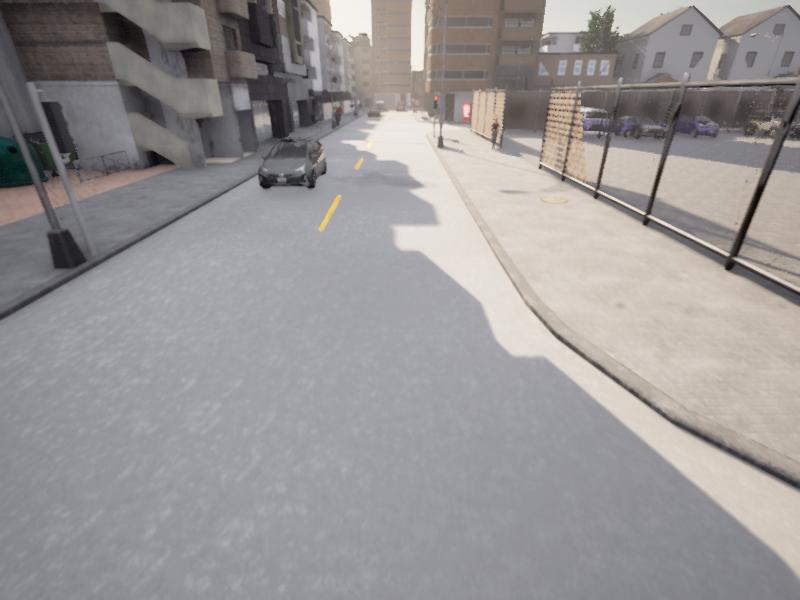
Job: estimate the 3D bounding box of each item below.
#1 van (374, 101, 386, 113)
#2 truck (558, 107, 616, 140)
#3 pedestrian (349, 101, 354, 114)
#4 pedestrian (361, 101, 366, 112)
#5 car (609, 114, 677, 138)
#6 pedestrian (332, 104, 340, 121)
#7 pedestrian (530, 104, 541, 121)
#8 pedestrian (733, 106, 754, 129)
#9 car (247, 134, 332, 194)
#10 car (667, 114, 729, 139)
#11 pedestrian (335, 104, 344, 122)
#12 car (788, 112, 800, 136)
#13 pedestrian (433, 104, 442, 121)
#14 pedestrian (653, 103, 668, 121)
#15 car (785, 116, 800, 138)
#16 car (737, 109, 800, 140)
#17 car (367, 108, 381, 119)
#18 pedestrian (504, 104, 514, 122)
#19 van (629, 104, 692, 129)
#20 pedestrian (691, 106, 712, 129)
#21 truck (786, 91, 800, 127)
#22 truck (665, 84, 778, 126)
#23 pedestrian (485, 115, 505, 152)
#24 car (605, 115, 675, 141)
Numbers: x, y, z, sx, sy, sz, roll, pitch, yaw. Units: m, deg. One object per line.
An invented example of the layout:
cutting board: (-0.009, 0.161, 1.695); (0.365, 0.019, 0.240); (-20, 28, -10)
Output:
van: (-3.885, -37.750, 78.283); (2.069, 2.038, 4.480); (0, 27, 0)
truck: (13.942, -13.407, 30.222); (2.069, 2.038, 4.478); (0, 27, 0)
pedestrian: (-8.138, -32.247, 67.042); (0.751, 1.860, 0.751); (1, 27, 2)
pedestrian: (-6.542, -34.827, 72.046); (0.751, 1.860, 0.751); (3, 27, 6)
car: (18.129, -13.052, 30.032); (3.705, 1.547, 1.789); (0, 27, 0)
pedestrian: (-7.859, -23.071, 49.203); (0.751, 1.860, 0.751); (-1, 27, -1)
pedestrian: (16.122, -22.316, 47.567); (0.751, 1.860, 0.751); (1, 27, 2)
pedestrian: (31.076, -16.518, 36.221); (0.751, 1.860, 0.751); (8, 28, 16)
car: (-4.002, -5.358, 15.393); (2.007, 1.525, 4.514); (0, 27, 0)
car: (22.582, -13.313, 30.533); (1.845, 1.501, 3.633); (0, 27, 0)
pedestrian: (-7.045, -21.868, 46.859); (0.751, 1.860, 0.751); (2, 27, 3)
car: (31.989, -12.848, 29.427); (2.242, 1.667, 4.611); (0, 27, 0)
pedestrian: (4.618, -22.970, 48.911); (0.751, 1.860, 0.751); (-12, 29, -21)
pedestrian: (31.005, -22.393, 47.643); (0.751, 1.860, 0.751); (-7, 28, -13)
car: (29.858, -12.472, 28.937); (1.481, 1.379, 2.207); (0, 27, 0)
car: (27.698, -13.049, 29.615); (1.905, 1.878, 3.866); (0, 27, 0)
car: (-3.921, -28.520, 61.134); (1.895, 1.301, 4.718); (0, 27, 0)
pedestrian: (12.803, -22.046, 47.063); (0.751, 1.860, 0.751); (-5, 28, -10)
van: (25.523, -18.066, 39.352); (4.480, 2.038, 2.069); (0, 27, 0)
pedestrian: (27.064, -16.381, 35.980); (0.751, 1.860, 0.751); (-2, 27, -4)
truck: (43.846, -18.877, 38.865); (8.468, 3.827, 2.891); (0, 27, 1)
truck: (33.840, -20.710, 42.486); (8.468, 3.827, 2.891); (0, 27, 0)
pedestrian: (5.327, -9.376, 22.501); (0.751, 1.860, 0.751); (0, 27, 0)
car: (17.903, -13.061, 30.207); (2.033, 1.415, 5.357); (0, 27, 0)
